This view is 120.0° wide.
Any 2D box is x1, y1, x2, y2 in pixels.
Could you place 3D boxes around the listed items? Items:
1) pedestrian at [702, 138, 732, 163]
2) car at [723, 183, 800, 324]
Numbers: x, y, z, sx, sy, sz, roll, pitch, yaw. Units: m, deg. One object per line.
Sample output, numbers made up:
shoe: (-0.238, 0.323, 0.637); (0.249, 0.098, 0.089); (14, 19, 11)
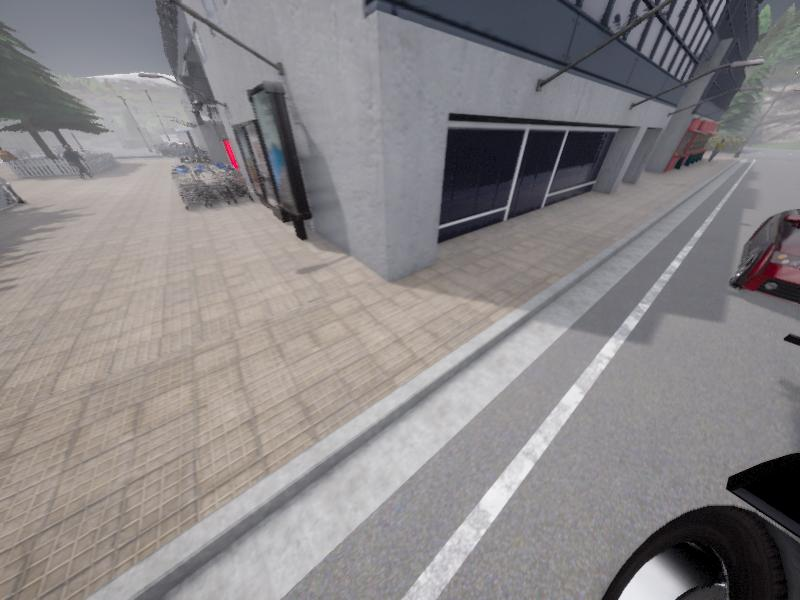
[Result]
pedestrian: (28.526, -13.434, 20.810); (0.751, 1.860, 0.751); (-25, 42, -30)
car: (7.659, -0.843, 3.853); (4.181, 1.385, 1.994); (-24, 41, -30)
